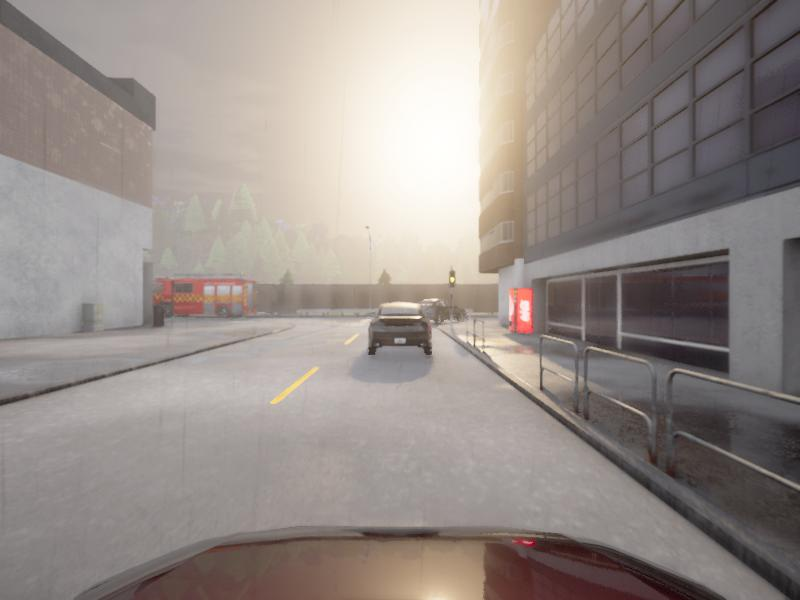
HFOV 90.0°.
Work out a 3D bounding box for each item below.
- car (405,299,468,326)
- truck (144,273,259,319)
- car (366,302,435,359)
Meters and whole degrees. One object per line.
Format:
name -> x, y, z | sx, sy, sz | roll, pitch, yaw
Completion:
car -> 2.623, 0.770, 27.483 | 2.152, 1.651, 5.027 | -1, 0, 35
truck -> -16.900, -0.334, 34.424 | 8.468, 3.827, 2.891 | 0, 0, 3
car -> 0.004, 0.840, 13.129 | 1.837, 1.490, 4.892 | 0, 0, 0
